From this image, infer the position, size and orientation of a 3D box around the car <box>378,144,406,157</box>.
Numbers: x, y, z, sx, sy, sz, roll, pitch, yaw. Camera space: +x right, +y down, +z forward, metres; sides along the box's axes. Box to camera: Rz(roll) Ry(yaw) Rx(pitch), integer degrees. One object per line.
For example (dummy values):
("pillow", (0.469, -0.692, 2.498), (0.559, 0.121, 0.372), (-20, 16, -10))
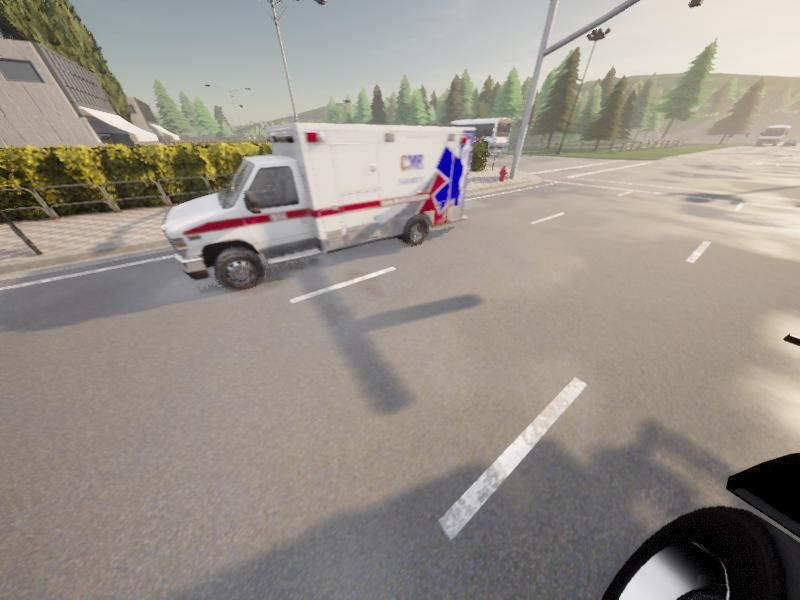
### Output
("car", (-1.271, -21.986, 33.859), (1.812, 1.442, 4.674), (-21, 41, -27))

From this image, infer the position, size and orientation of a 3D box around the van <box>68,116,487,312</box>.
("van", (-1.312, -2.413, 5.236), (6.366, 2.431, 2.351), (-22, 41, -28))

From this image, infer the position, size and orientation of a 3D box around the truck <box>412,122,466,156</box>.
("truck", (5.524, -24.397, 35.164), (2.891, 3.827, 8.468), (-21, 40, -27))

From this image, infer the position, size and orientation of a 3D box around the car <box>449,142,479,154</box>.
("car", (10.870, -26.117, 39.560), (2.007, 1.525, 4.514), (-21, 40, -27))

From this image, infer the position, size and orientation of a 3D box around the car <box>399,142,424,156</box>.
("car", (1.664, -23.166, 35.371), (1.851, 1.617, 3.988), (-21, 40, -27))

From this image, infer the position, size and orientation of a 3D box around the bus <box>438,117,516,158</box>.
("bus", (10.616, -23.720, 33.799), (3.944, 4.253, 10.273), (-21, 40, -27))
